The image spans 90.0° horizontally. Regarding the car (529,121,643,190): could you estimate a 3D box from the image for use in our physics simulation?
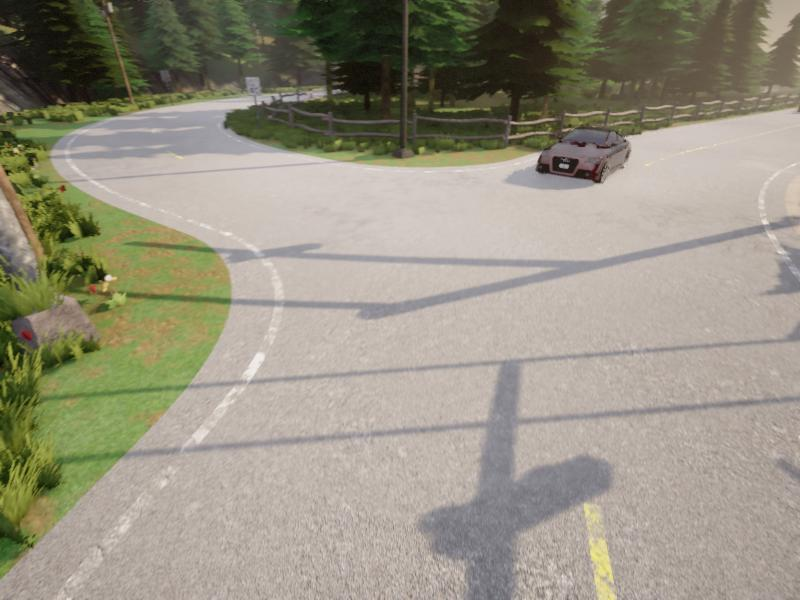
[{"bbox_3d":[6.223,-4.936,13.248,1.994,1.385,4.181,24,37,34],"label":"car"}]

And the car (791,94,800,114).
[{"bbox_3d":[35.293,-16.529,33.570,4.902,1.511,2.128,-20,36,-31],"label":"car"}]
